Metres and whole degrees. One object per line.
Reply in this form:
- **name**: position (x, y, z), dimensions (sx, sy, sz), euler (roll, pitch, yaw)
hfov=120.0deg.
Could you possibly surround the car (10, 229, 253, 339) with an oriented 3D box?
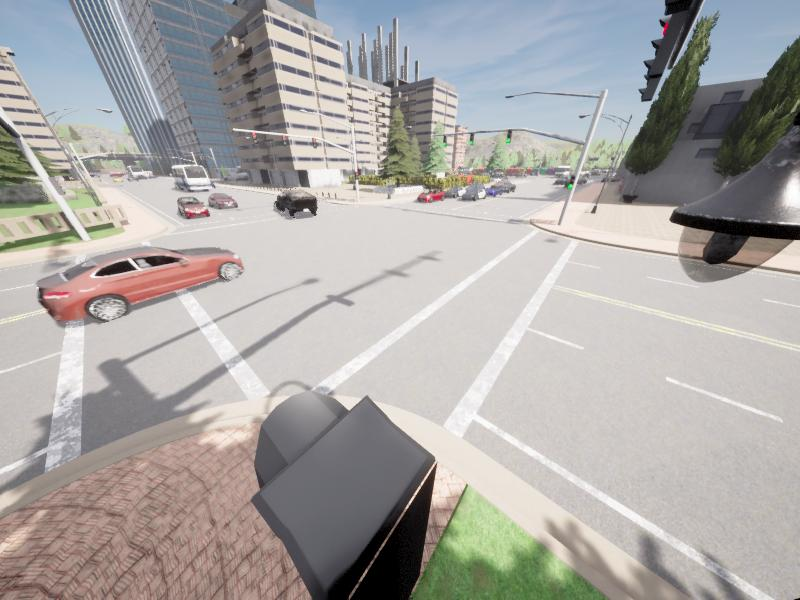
- **car**: position (-8.572, -1.020, 8.151), dimensions (2.152, 1.651, 5.027), euler (18, 35, 28)

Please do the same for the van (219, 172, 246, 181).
- **van**: position (-54.541, -40.466, 75.548), dimensions (2.351, 2.431, 6.366), euler (23, 37, 34)

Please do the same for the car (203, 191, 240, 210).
- **car**: position (-20.100, -11.219, 25.995), dimensions (4.674, 1.442, 1.812), euler (23, 37, 34)

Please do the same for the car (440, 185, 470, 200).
- **car**: position (8.260, -16.092, 34.347), dimensions (2.038, 1.542, 4.974), euler (23, 37, 34)

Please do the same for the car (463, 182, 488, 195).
- **car**: position (12.734, -18.797, 38.936), dimensions (2.033, 1.649, 4.856), euler (23, 37, 34)

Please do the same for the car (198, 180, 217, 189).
- **car**: position (-40.872, -24.541, 49.037), dimensions (4.193, 1.474, 1.816), euler (23, 37, 34)

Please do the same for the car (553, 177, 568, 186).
- **car**: position (40.377, -29.820, 58.014), dimensions (1.930, 1.638, 5.238), euler (23, 37, 34)

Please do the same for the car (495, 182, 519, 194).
- **car**: position (18.843, -19.664, 40.553), dimensions (2.128, 1.511, 4.902), euler (23, 37, 34)

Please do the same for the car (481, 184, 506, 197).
- **car**: position (14.747, -17.231, 36.324), dimensions (2.007, 1.525, 4.514), euler (23, 37, 34)

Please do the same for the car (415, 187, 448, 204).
- **car**: position (4.201, -13.723, 30.248), dimensions (2.007, 1.525, 4.514), euler (24, 38, 35)

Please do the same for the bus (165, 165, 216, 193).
- **bus**: position (-39.050, -22.611, 42.918), dimensions (10.273, 4.253, 3.944), euler (23, 37, 34)

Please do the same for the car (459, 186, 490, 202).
- **car**: position (10.255, -14.559, 31.692), dimensions (2.038, 1.542, 4.974), euler (23, 37, 34)

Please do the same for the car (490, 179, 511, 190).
- **car**: position (20.309, -23.328, 46.736), dimensions (2.242, 1.667, 4.611), euler (23, 37, 34)

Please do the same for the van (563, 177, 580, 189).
- **van**: position (36.690, -25.054, 49.412), dimensions (1.775, 1.987, 4.442), euler (23, 37, 34)

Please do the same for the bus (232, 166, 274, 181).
- **bus**: position (-48.457, -42.037, 76.444), dimensions (3.944, 4.253, 10.273), euler (23, 37, 34)

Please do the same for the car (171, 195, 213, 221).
- **car**: position (-19.080, -8.535, 21.181), dimensions (3.988, 1.617, 1.851), euler (24, 38, 36)

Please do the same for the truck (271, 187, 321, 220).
- **truck**: position (-10.133, -9.464, 22.299), dimensions (2.390, 2.098, 6.274), euler (-20, 36, -32)
